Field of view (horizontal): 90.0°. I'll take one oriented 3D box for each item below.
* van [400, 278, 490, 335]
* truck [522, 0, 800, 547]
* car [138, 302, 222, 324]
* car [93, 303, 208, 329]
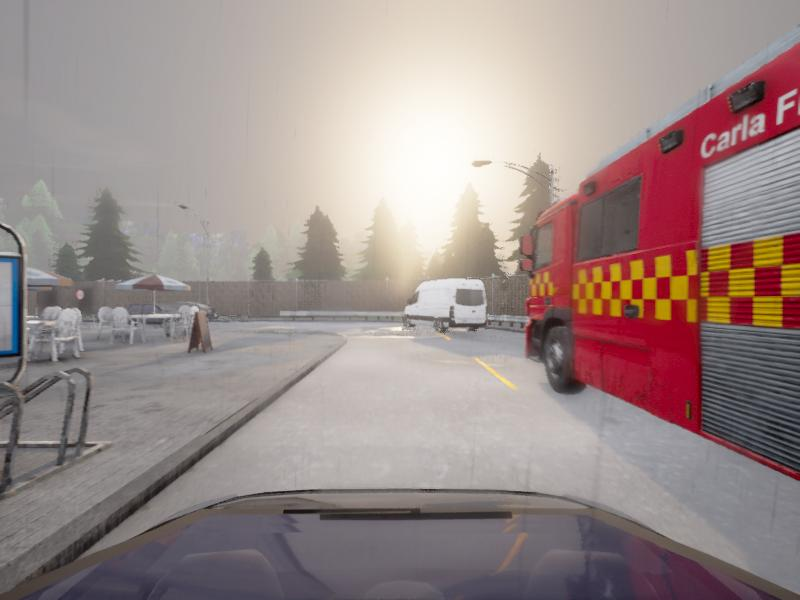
[{"bbox_3d":[2.103,0.326,21.098,1.988,2.561,5.915,1,-1,-23],"label":"van"},{"bbox_3d":[4.034,-0.320,4.292,2.891,3.827,8.468,0,0,0],"label":"truck"},{"bbox_3d":[-14.742,0.872,27.006,4.674,1.442,1.812,0,0,0],"label":"car"},{"bbox_3d":[-14.190,0.897,22.969,5.357,1.411,2.033,0,0,0],"label":"car"}]
